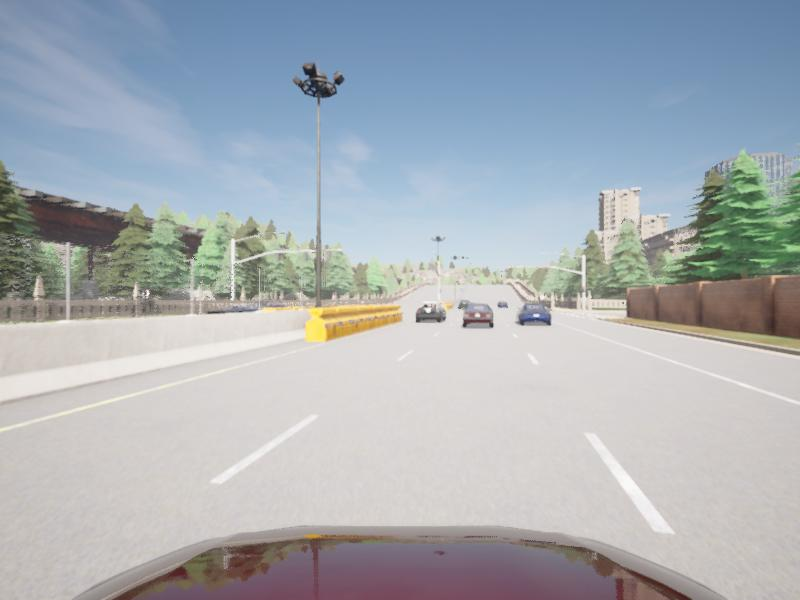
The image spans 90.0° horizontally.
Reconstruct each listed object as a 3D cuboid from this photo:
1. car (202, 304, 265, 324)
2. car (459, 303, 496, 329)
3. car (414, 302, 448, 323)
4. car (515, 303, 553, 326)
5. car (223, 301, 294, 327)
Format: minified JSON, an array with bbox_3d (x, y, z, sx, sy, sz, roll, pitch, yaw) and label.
[{"bbox_3d":[-12.071,0.959,29.348,1.895,1.301,4.718,0,0,12],"label":"car"},{"bbox_3d":[4.862,0.907,24.860,2.033,1.411,5.357,0,0,12],"label":"car"},{"bbox_3d":[2.365,0.868,29.821,1.970,1.475,3.806,0,0,13],"label":"car"},{"bbox_3d":[8.835,0.920,26.650,1.994,1.385,4.181,0,0,12],"label":"car"},{"bbox_3d":[-9.134,0.850,26.391,2.128,1.511,4.902,0,0,12],"label":"car"}]
